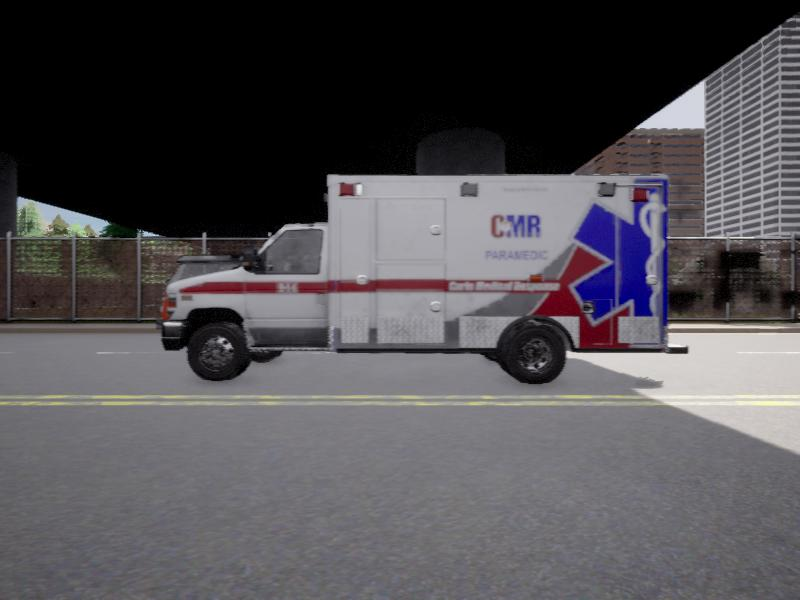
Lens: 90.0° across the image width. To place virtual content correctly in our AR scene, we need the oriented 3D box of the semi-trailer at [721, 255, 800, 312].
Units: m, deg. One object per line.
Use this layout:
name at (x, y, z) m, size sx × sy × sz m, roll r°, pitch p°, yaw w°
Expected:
semi-trailer at (32.562, -1.273, 31.720) m, size 2.717 × 4.402 × 14.254 m, roll 0°, pitch 0°, yaw 0°

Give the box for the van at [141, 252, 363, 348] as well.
van at (-3.155, -0.003, 9.199) m, size 4.442 × 1.987 × 1.775 m, roll 0°, pitch 0°, yaw 0°

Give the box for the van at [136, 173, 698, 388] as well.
van at (0.191, -0.222, 5.702) m, size 6.366 × 2.431 × 2.351 m, roll 0°, pitch 0°, yaw 0°
